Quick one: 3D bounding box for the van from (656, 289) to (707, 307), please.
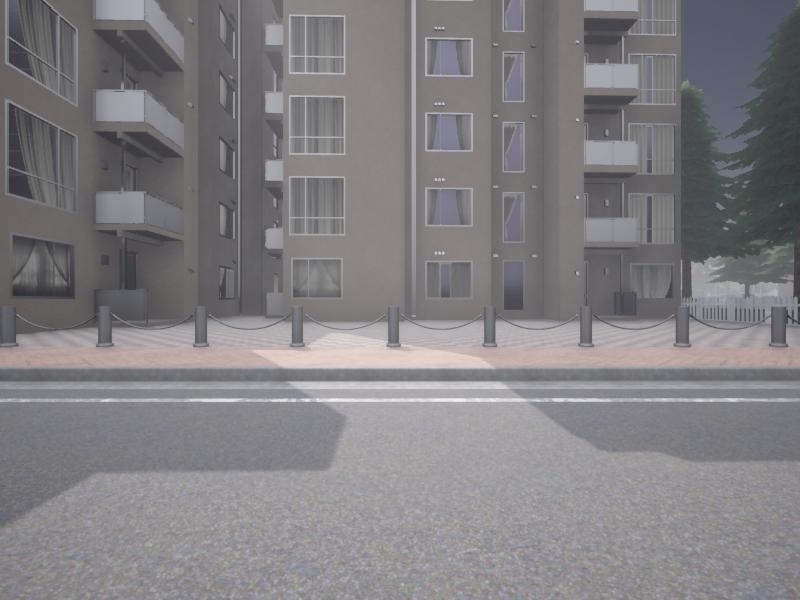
[{"bbox_3d":[40.253,-0.277,57.331,5.915,2.561,1.988,0,0,-1],"label":"van"}]
